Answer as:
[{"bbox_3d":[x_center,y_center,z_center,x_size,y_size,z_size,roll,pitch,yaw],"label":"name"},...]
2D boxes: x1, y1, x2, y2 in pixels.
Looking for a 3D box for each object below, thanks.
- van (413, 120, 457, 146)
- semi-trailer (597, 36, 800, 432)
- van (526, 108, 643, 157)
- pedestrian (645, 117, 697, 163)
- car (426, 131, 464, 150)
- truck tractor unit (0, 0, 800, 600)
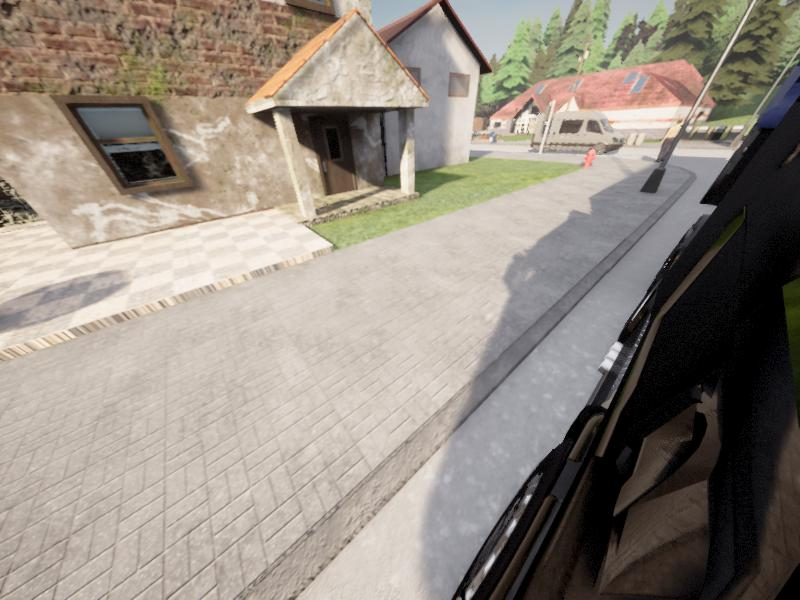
[{"bbox_3d":[4.500,-22.211,30.793,1.988,2.561,5.915,-27,43,-29],"label":"van"},{"bbox_3d":[8.728,-3.593,4.185,14.254,4.402,2.717,-28,44,-29],"label":"semi-trailer"},{"bbox_3d":[13.148,-12.367,17.130,1.988,2.561,5.915,-28,44,-29],"label":"van"},{"bbox_3d":[13.641,-8.060,11.722,0.751,1.860,0.751,10,39,16],"label":"pedestrian"},{"bbox_3d":[4.919,-17.769,25.673,1.789,1.549,3.705,-28,44,-29],"label":"car"},{"bbox_3d":[2.645,-0.295,0.351,6.516,4.208,3.053,-28,44,-30],"label":"truck tractor unit"}]
